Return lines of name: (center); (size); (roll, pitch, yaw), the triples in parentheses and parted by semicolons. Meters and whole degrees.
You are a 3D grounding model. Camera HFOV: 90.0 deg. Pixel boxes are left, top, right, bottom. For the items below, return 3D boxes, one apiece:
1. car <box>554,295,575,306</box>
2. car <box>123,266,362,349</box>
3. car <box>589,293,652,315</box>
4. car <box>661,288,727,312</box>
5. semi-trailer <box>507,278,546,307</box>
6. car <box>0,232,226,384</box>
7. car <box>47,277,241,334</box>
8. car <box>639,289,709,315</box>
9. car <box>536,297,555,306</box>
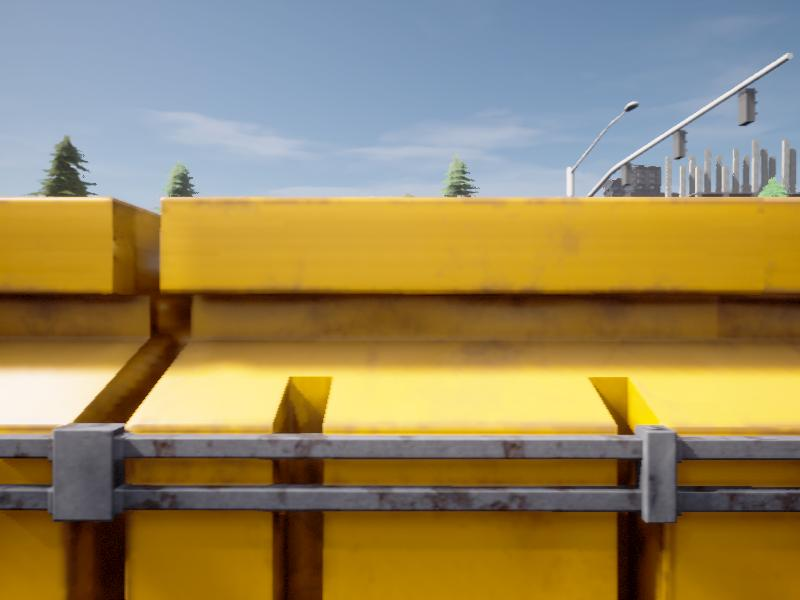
car: (28.059, 0.097, 68.352); (1.932, 1.855, 4.605); (0, 1, 2)
car: (-3.291, 0.149, 9.203); (4.611, 1.667, 2.242); (0, 0, 0)
car: (16.317, 0.259, 29.914); (2.128, 1.511, 4.902); (0, 0, 1)
car: (27.064, 0.008, 37.133); (2.150, 2.045, 5.566); (0, 0, 2)
semi-trailer: (21.635, -1.185, 69.524); (2.717, 4.402, 14.254); (0, 0, 2)
car: (-5.214, 0.086, 5.706); (4.553, 1.767, 2.097); (0, 0, 0)
car: (-7.899, 0.164, 12.709); (4.856, 1.649, 2.033); (0, 0, 0)
car: (19.804, 0.124, 29.202); (2.097, 1.767, 4.553); (0, 0, 2)
car: (24.531, 0.290, 67.587); (1.816, 1.474, 4.193); (0, 0, 2)
